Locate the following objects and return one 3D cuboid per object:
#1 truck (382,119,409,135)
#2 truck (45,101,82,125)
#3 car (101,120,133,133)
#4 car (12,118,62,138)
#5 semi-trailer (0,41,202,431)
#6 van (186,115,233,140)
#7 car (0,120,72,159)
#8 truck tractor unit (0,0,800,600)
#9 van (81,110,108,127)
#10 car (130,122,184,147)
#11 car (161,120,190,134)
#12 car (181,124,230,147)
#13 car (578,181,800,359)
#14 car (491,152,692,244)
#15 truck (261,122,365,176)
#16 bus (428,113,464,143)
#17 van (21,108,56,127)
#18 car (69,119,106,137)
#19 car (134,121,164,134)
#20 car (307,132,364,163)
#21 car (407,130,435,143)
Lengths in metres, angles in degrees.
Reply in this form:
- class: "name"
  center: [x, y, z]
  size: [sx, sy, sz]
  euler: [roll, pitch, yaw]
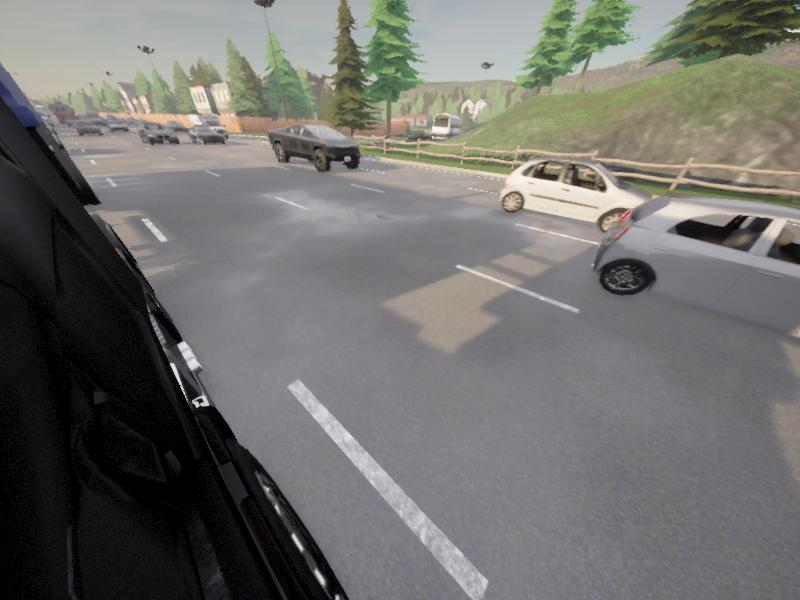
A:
- class: "truck"
  center: [-1.517, -54.387, 72.636]
  size: [8.468, 3.827, 2.891]
  euler: [28, 44, 30]
- class: "truck"
  center: [-74.361, -41.266, 51.059]
  size: [8.468, 3.827, 2.891]
  euler: [28, 44, 30]
- class: "car"
  center: [-42.001, -25.710, 34.252]
  size: [5.357, 1.411, 2.033]
  euler: [28, 44, 30]
- class: "car"
  center: [-37.531, -17.845, 23.981]
  size: [4.792, 1.488, 2.163]
  euler: [28, 44, 30]
- class: "semi-trailer"
  center: [-8.735, -3.572, 4.201]
  size: [14.254, 4.402, 2.717]
  euler: [28, 44, 30]
- class: "van"
  center: [-24.731, -22.397, 29.970]
  size: [6.366, 2.431, 2.351]
  euler: [28, 44, 30]
- class: "car"
  center: [-22.594, -9.909, 14.165]
  size: [5.027, 1.651, 2.152]
  euler: [28, 44, 30]
- class: "truck tractor unit"
  center: [-2.645, -0.295, 0.352]
  size: [6.516, 4.208, 3.053]
  euler: [28, 44, 30]
- class: "van"
  center: [-63.111, -37.468, 47.736]
  size: [5.915, 2.561, 1.988]
  euler: [28, 44, 30]
- class: "car"
  center: [-22.630, -15.456, 21.496]
  size: [4.611, 1.667, 2.242]
  euler: [28, 44, 30]
- class: "car"
  center: [-37.486, -28.904, 38.548]
  size: [5.238, 1.638, 1.930]
  euler: [28, 44, 30]
- class: "car"
  center: [-19.460, -16.504, 23.091]
  size: [5.238, 1.638, 1.930]
  euler: [28, 44, 30]
- class: "car"
  center: [5.179, -0.516, 3.337]
  size: [3.633, 1.501, 1.845]
  euler: [28, 44, 30]
- class: "car"
  center: [5.224, -3.278, 6.944]
  size: [3.988, 1.617, 1.851]
  euler: [28, 44, 30]
- class: "truck"
  center: [-5.143, -9.028, 13.589]
  size: [6.274, 2.098, 2.390]
  euler: [28, 44, 30]
- class: "bus"
  center: [9.405, -34.478, 46.449]
  size: [3.944, 4.253, 10.273]
  euler: [16, 39, 17]
- class: "van"
  center: [-63.499, -32.129, 40.701]
  size: [6.366, 2.431, 2.351]
  euler: [28, 44, 30]
- class: "car"
  center: [-36.874, -20.255, 27.209]
  size: [4.892, 1.490, 1.837]
  euler: [28, 44, 30]
- class: "car"
  center: [-39.328, -27.034, 36.163]
  size: [5.357, 1.411, 2.033]
  euler: [28, 44, 30]
- class: "car"
  center: [-4.776, -11.383, 17.148]
  size: [3.988, 1.617, 1.851]
  euler: [28, 44, 30]
- class: "car"
  center: [3.677, -28.501, 40.222]
  size: [4.553, 1.767, 2.097]
  euler: [-27, 46, -33]
